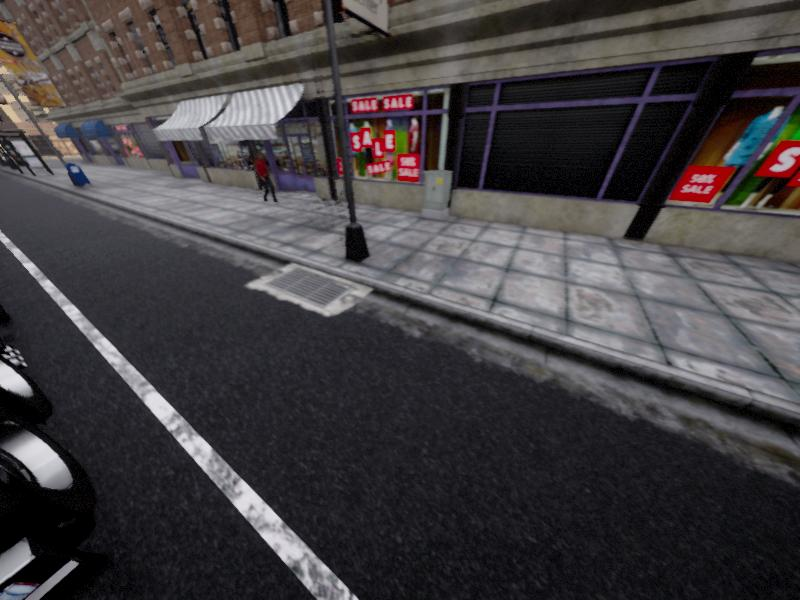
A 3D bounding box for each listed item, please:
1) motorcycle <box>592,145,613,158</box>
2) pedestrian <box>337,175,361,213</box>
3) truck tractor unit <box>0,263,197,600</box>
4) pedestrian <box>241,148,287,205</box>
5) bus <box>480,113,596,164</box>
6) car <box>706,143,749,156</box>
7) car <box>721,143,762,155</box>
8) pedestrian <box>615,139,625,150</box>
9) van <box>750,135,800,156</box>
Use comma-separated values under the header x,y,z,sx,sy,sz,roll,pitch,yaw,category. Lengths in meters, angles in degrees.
x,y,z,sx,sy,sz,roll,pitch,yaw,category
27.466,-20.177,31.401,0.764,1.277,2.356,-9,34,6,motorcycle
-1.770,-3.702,8.062,0.500,1.100,0.500,29,44,35,pedestrian
-5.112,-0.300,0.781,6.516,4.208,3.053,18,39,24,truck tractor unit
-5.206,-4.759,8.946,0.751,1.860,0.751,16,38,22,pedestrian
15.558,-18.791,27.143,10.273,4.253,3.944,18,39,24,bus
50.725,-23.455,35.937,2.128,1.511,4.902,18,39,24,car
56.382,-25.101,38.267,1.837,1.490,4.892,18,38,24,car
45.802,-32.299,48.072,0.751,1.860,0.751,15,38,20,pedestrian
59.271,-24.403,36.320,1.988,2.561,5.915,18,39,24,van
